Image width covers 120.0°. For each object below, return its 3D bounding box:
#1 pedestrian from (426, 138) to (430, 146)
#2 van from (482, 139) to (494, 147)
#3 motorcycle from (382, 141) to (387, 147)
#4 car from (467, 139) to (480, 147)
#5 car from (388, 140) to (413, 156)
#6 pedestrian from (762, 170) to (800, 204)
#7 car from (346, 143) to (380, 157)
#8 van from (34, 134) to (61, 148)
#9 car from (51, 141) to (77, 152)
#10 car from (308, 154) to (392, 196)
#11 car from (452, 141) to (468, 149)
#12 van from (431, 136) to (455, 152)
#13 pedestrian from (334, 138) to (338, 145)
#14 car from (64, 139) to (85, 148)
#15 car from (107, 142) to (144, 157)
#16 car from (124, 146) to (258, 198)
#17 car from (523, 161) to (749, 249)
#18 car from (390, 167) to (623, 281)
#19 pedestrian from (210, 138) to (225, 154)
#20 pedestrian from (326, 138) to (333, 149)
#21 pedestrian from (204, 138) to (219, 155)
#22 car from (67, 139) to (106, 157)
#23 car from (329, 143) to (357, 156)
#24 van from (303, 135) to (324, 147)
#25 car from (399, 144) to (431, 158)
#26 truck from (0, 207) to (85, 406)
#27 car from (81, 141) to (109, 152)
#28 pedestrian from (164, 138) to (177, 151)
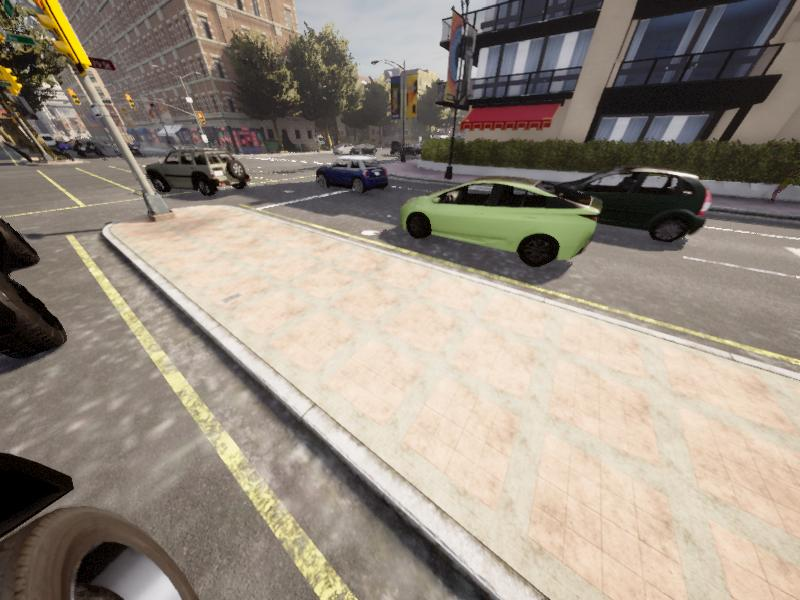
[{"bbox_3d":[8.052,-45.160,66.161,0.751,1.860,0.751,-21,40,-27],"label":"pedestrian"},{"bbox_3d":[27.749,-49.702,72.904,2.069,2.038,4.480,22,41,28],"label":"van"},{"bbox_3d":[-3.993,-40.836,60.518,0.764,1.277,2.356,-5,34,10],"label":"motorcycle"},{"bbox_3d":[23.028,-49.267,72.390,1.932,1.855,4.605,22,41,28],"label":"car"},{"bbox_3d":[0.107,-23.185,35.192,1.905,1.878,3.866,22,41,28],"label":"car"},{"bbox_3d":[15.021,-4.394,8.999,0.500,1.100,0.500,-26,43,-32],"label":"pedestrian"},{"bbox_3d":[-5.346,-22.043,33.883,2.163,1.488,4.792,22,41,28],"label":"car"},{"bbox_3d":[-79.103,-35.684,51.766,5.915,2.561,1.988,22,41,28],"label":"van"},{"bbox_3d":[-59.567,-27.281,40.931,4.193,1.474,1.816,22,41,28],"label":"car"},{"bbox_3d":[-2.550,-6.548,11.910,3.806,1.475,1.970,22,41,28],"label":"car"},{"bbox_3d":[15.136,-39.021,58.133,2.163,1.488,4.792,22,41,28],"label":"car"},{"bbox_3d":[8.406,-30.345,44.850,1.988,2.561,5.915,22,41,28],"label":"van"},{"bbox_3d":[-20.161,-49.976,72.796,0.751,1.860,0.751,26,43,32],"label":"pedestrian"},{"bbox_3d":[-74.730,-35.939,53.059,5.366,1.575,1.801,22,41,28],"label":"car"},{"bbox_3d":[-38.674,-21.270,32.510,4.974,1.542,2.038,22,41,28],"label":"car"},{"bbox_3d":[-9.664,-6.135,10.921,4.605,1.855,1.932,9,35,14],"label":"car"},{"bbox_3d":[6.248,-3.039,6.880,3.988,1.617,1.851,22,41,28],"label":"car"},{"bbox_3d":[2.167,-2.204,5.732,4.514,1.525,2.007,22,41,28],"label":"car"},{"bbox_3d":[-25.990,-21.924,32.932,0.751,1.860,0.751,16,38,21],"label":"pedestrian"},{"bbox_3d":[-14.451,-32.089,47.445,0.751,1.860,0.751,16,38,21],"label":"pedestrian"},{"bbox_3d":[-25.935,-21.122,31.794,0.751,1.860,0.751,25,42,31],"label":"pedestrian"},{"bbox_3d":[-41.298,-20.024,30.408,4.605,1.855,1.932,21,40,28],"label":"car"},{"bbox_3d":[-8.569,-22.933,35.083,1.845,1.501,3.633,22,40,28],"label":"car"},{"bbox_3d":[-24.460,-45.155,65.601,5.915,2.561,1.988,22,41,28],"label":"van"},{"bbox_3d":[2.182,-21.212,32.731,2.128,1.511,4.902,22,40,28],"label":"car"},{"bbox_3d":[-6.966,-0.512,2.802,6.274,2.098,2.390,22,40,28],"label":"truck"},{"bbox_3d":[-56.047,-28.300,42.434,4.902,1.511,2.128,22,41,28],"label":"car"},{"bbox_3d":[-39.864,-27.023,40.072,0.751,1.860,0.751,21,40,27],"label":"pedestrian"}]
